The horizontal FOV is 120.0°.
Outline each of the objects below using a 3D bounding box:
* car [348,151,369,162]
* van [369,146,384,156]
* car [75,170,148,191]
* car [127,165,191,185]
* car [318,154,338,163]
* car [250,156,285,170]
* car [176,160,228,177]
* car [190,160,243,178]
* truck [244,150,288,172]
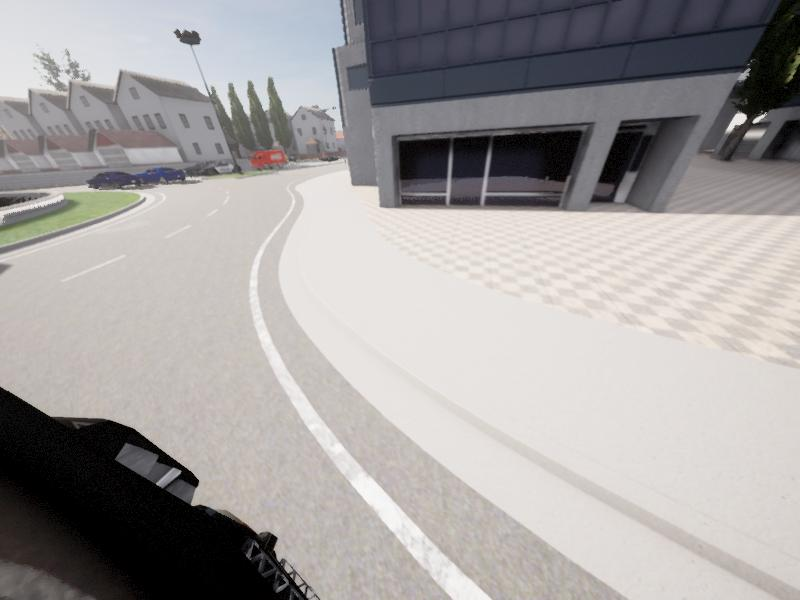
[{"bbox_3d":[-8.419,-29.330,47.195,2.242,1.667,4.611,7,35,14],"label":"car"},{"bbox_3d":[-7.465,-48.116,74.671,2.351,2.431,6.366,7,35,14],"label":"van"},{"bbox_3d":[-26.884,-11.228,21.632,4.674,1.442,1.812,3,34,10],"label":"car"},{"bbox_3d":[-25.118,-13.065,24.170,5.008,1.535,1.882,6,35,13],"label":"car"},{"bbox_3d":[-15.660,-31.015,50.636,1.895,1.301,4.718,7,35,14],"label":"car"},{"bbox_3d":[-22.906,-23.908,40.206,1.930,1.638,5.238,7,35,15],"label":"car"},{"bbox_3d":[-27.259,-18.227,32.018,2.033,1.649,4.856,15,38,25],"label":"car"},{"bbox_3d":[-24.136,-17.451,30.694,2.038,1.542,4.974,15,38,25],"label":"car"},{"bbox_3d":[-20.828,-21.913,36.258,2.627,2.467,5.204,10,37,19],"label":"truck"}]
